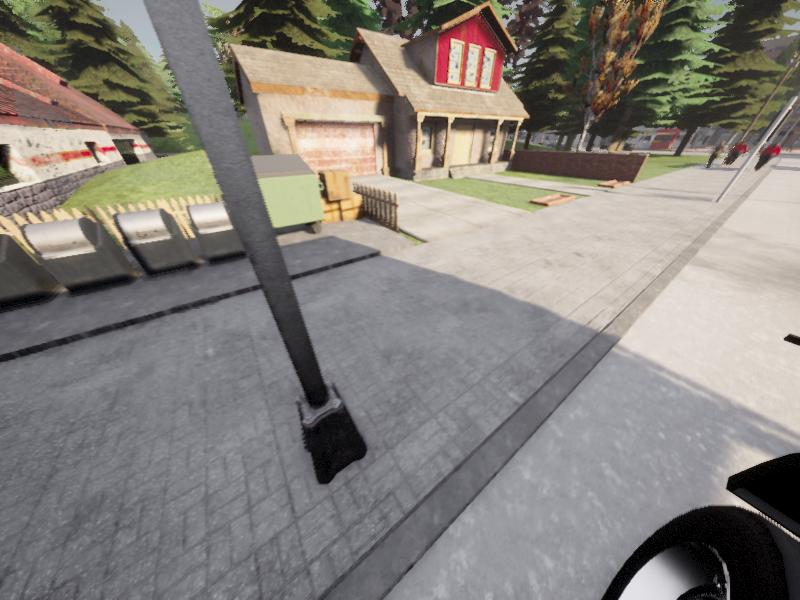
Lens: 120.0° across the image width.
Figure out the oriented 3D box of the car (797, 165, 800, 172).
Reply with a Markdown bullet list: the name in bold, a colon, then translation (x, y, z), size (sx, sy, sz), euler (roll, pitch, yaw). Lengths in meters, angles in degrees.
- **car**: translation (32.196, -10.586, 17.371), size (4.193, 1.474, 1.816), euler (-22, 41, -28)

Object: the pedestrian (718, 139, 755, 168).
- **pedestrian**: translation (26.742, -11.668, 18.392), size (0.751, 1.860, 0.751), euler (-16, 38, -20)

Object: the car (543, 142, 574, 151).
- **car**: translation (32.496, -31.567, 47.513), size (1.812, 1.442, 4.674), euler (-22, 41, -28)

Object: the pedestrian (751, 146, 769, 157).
- **pedestrian**: translation (42.619, -17.615, 27.354), size (0.500, 1.100, 0.500), euler (20, 40, 26)

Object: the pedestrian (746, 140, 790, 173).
- **pedestrian**: translation (24.938, -9.757, 15.697), size (0.751, 1.860, 0.751), euler (-23, 41, -29)

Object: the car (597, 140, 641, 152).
- **car**: translation (38.305, -27.059, 40.543), size (2.152, 1.651, 5.027), euler (-22, 41, -28)

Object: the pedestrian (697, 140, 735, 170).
- **pedestrian**: translation (23.588, -10.857, 17.267), size (0.751, 1.860, 0.751), euler (-18, 39, -23)
